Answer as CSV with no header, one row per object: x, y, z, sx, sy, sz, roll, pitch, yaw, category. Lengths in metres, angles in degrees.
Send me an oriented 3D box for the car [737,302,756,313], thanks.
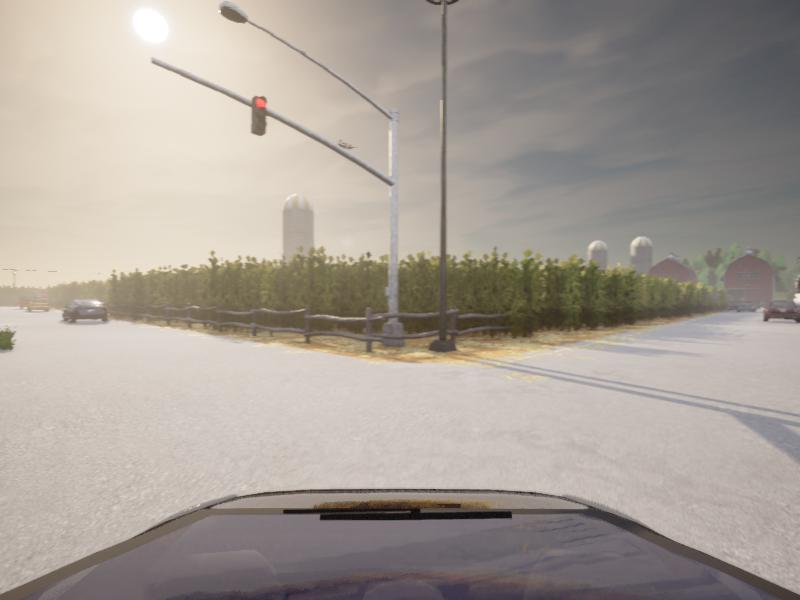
50.608,1.048,58.424,2.038,1.542,4.974,0,0,42,car

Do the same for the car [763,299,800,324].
29.792,0.826,31.182,2.097,1.767,4.553,0,0,43,car

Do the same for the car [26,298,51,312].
-43.153,0.582,47.696,5.366,1.575,1.801,0,0,44,car

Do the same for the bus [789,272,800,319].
40.974,-0.372,34.354,10.273,4.253,3.944,0,0,15,bus

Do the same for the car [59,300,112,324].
-21.540,0.740,27.347,4.792,1.488,2.163,0,0,43,car
